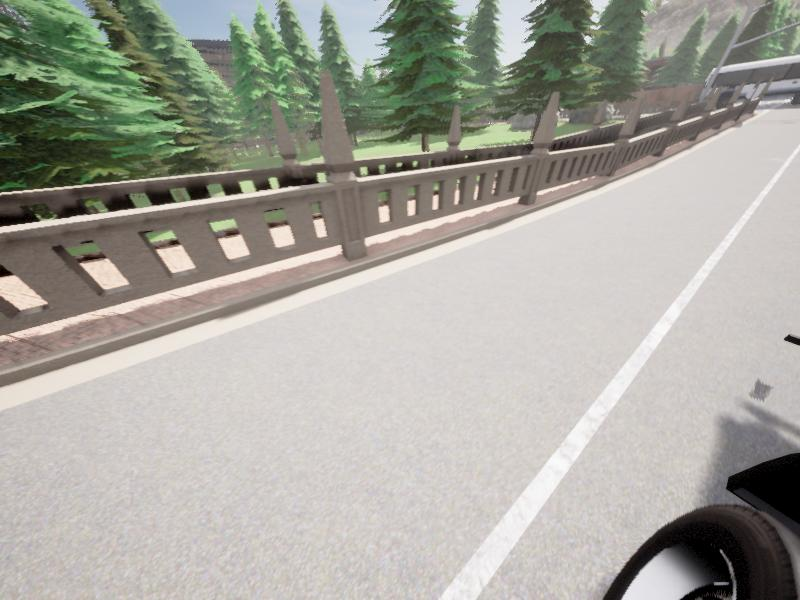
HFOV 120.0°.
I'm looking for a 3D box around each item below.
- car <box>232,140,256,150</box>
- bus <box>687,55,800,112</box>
[{"bbox_3d":[-44.570,-44.307,65.986,5.366,1.575,1.801,-27,43,-24],"label":"car"},{"bbox_3d":[43.166,-25.602,27.337,3.944,4.253,10.273,-29,43,-25],"label":"bus"}]
